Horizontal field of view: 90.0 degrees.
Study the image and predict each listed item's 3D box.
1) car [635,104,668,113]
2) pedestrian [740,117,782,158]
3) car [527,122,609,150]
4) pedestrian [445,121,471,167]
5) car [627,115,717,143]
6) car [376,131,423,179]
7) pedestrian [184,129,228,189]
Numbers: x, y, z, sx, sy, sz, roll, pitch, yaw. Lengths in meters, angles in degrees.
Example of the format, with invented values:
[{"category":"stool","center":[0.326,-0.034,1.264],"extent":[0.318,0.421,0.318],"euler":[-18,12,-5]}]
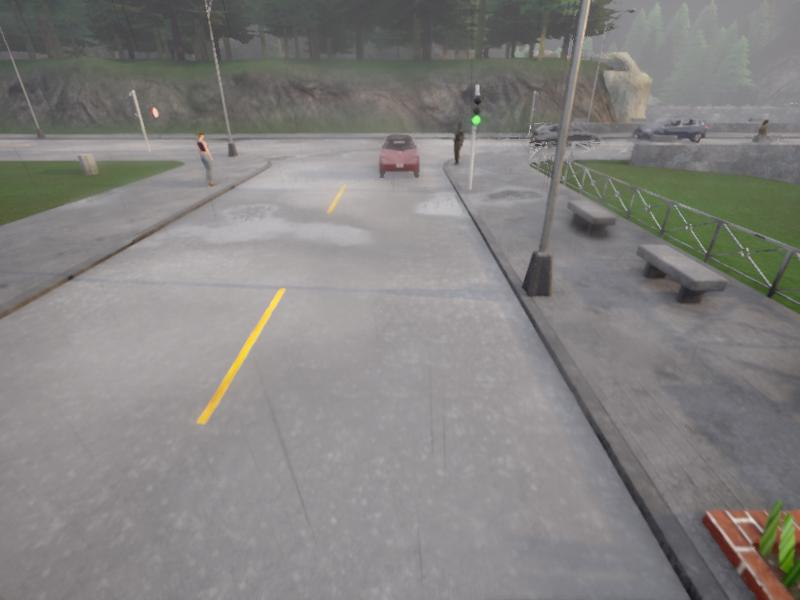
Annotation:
[{"category":"car","center":[48.085,-36.691,76.510],"extent":[4.792,1.488,2.163],"euler":[0,27,0]},{"category":"pedestrian","center":[18.368,-8.272,20.403],"extent":[0.751,1.860,0.751],"euler":[0,27,0]},{"category":"car","center":[10.476,-10.363,25.238],"extent":[4.193,1.474,1.816],"euler":[-1,27,-2]},{"category":"pedestrian","center":[2.608,-7.083,18.132],"extent":[0.751,1.860,0.751],"euler":[-14,30,-26]},{"category":"car","center":[19.437,-12.343,28.856],"extent":[4.611,1.667,2.242],"euler":[0,27,0]},{"category":"car","center":[-0.037,-6.429,17.537],"extent":[1.845,1.501,3.633],"euler":[0,27,0]},{"category":"pedestrian","center":[-6.785,-4.954,14.035],"extent":[0.751,1.860,0.751],"euler":[17,32,30]}]
